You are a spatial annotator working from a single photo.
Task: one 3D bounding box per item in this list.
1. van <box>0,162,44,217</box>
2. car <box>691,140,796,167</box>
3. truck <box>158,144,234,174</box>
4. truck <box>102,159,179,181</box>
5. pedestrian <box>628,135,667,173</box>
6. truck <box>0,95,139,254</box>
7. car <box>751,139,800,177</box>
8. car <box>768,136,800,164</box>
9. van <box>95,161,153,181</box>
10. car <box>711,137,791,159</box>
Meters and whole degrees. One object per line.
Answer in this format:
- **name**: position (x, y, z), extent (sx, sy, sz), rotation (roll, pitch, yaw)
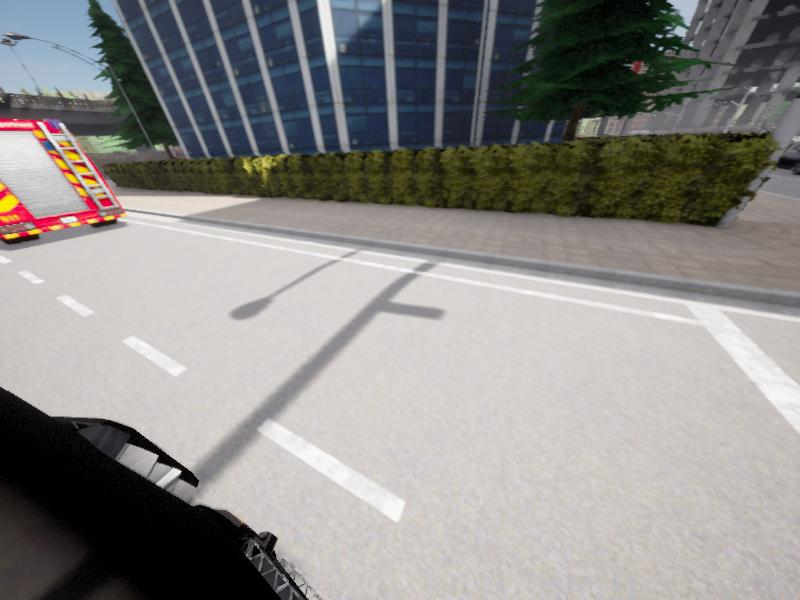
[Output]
- **van**: position (-23.900, -6.206, 12.979), extent (6.366, 2.431, 2.351), rotation (13, 37, 23)
- **car**: position (24.449, -10.777, 16.850), extent (2.033, 1.411, 5.357), rotation (13, 37, 22)
- **truck**: position (-33.973, -24.019, 39.128), extent (2.891, 3.827, 8.468), rotation (13, 37, 23)
- **truck**: position (-34.872, -17.787, 31.417), extent (2.390, 2.098, 6.274), rotation (13, 37, 23)
- **pedestrian**: position (14.409, -8.496, 13.505), extent (0.751, 1.860, 0.751), rotation (13, 37, 22)
- **truck**: position (-14.841, -4.641, 8.643), extent (8.468, 3.827, 2.891), rotation (13, 37, 23)
- **car**: position (21.660, -7.476, 12.054), extent (1.970, 1.475, 3.806), rotation (13, 37, 23)
- **car**: position (27.338, -9.799, 15.028), extent (1.845, 1.501, 3.633), rotation (13, 37, 22)
- **van**: position (-38.323, -18.111, 32.282), extent (1.775, 1.987, 4.442), rotation (13, 37, 23)
- **car**: position (30.338, -13.322, 20.210), extent (1.994, 1.385, 4.181), rotation (13, 37, 22)
